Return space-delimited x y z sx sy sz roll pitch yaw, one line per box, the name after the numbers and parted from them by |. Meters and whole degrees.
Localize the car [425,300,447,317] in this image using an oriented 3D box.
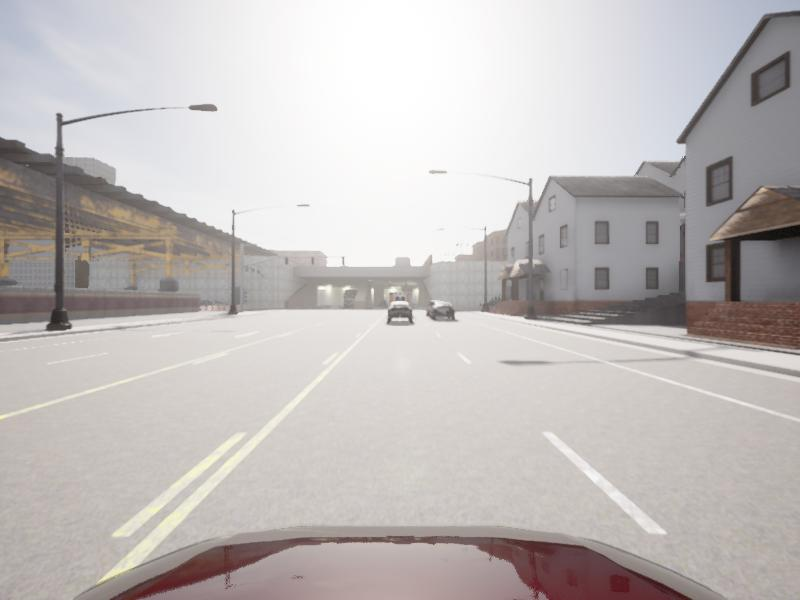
3.508 0.809 39.864 1.851 1.617 3.988 0 0 0 | car

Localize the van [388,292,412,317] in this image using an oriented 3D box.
0.010 0.400 41.700 2.351 2.431 6.366 0 0 0 | van

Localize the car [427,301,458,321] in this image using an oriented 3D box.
3.497 0.854 33.669 2.128 1.511 4.902 0 0 0 | car

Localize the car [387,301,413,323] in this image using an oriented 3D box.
0.002 0.859 29.883 1.837 1.490 4.892 0 0 0 | car

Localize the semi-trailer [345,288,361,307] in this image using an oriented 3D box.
-11.923 -0.562 101.954 2.717 4.402 14.254 0 0 -2 | semi-trailer

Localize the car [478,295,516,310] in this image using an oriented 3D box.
14.637 0.352 60.715 5.027 1.651 2.152 -6 0 0 | car

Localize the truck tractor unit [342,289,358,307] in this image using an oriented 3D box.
-11.679 -0.470 94.044 3.053 4.208 6.516 0 0 -2 | truck tractor unit
